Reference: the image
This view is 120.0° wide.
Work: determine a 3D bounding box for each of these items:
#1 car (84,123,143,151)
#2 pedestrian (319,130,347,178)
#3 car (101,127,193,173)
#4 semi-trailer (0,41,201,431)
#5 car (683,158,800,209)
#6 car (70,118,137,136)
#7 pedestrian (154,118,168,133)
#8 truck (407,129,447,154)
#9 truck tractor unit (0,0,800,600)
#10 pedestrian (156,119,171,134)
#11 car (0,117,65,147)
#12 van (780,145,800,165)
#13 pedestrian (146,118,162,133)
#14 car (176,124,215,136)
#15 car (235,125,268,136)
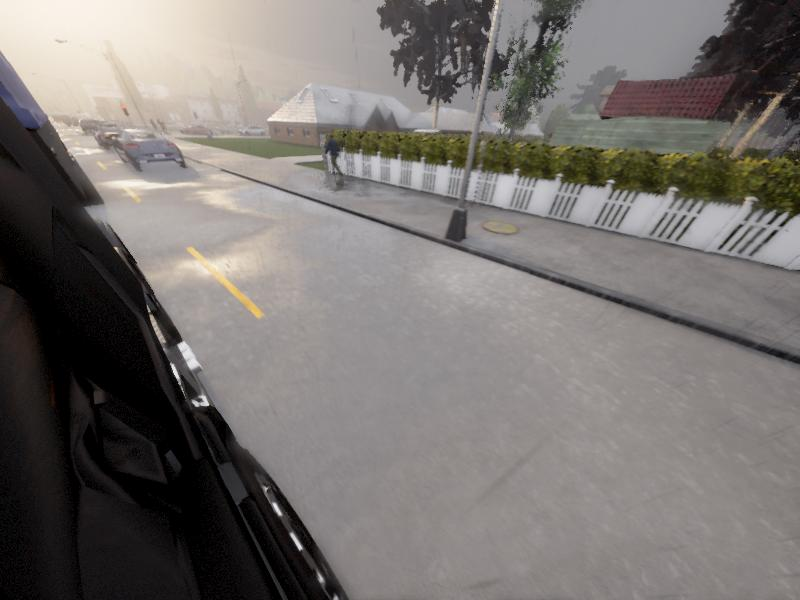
[{"bbox_3d":[-23.098,-13.163,18.618,4.974,1.542,2.038,28,43,30],"label":"car"},{"bbox_3d":[-3.196,-7.040,11.177,0.751,1.860,0.751,28,43,30],"label":"pedestrian"},{"bbox_3d":[-13.676,-8.196,12.463,5.027,1.651,2.152,28,43,30],"label":"car"},{"bbox_3d":[-8.689,-3.605,4.248,14.254,4.402,2.717,28,43,30],"label":"semi-trailer"},{"bbox_3d":[15.645,-5.008,9.863,4.181,1.381,1.994,28,43,30],"label":"car"},{"bbox_3d":[-38.407,-22.511,30.138,4.856,1.649,2.033,-7,39,-13],"label":"car"},{"bbox_3d":[-37.921,-27.657,36.671,0.751,1.860,0.751,25,42,27],"label":"pedestrian"},{"bbox_3d":[3.016,-17.523,25.467,2.069,2.038,4.478,28,43,30],"label":"truck"},{"bbox_3d":[-2.645,-0.295,0.352,6.516,4.208,3.053,28,44,30],"label":"truck tractor unit"},{"bbox_3d":[-37.233,-27.366,36.407,0.751,1.860,0.751,5,37,3],"label":"pedestrian"},{"bbox_3d":[-28.916,-13.202,18.170,4.611,1.667,2.242,28,43,30],"label":"car"},{"bbox_3d":[65.444,-23.314,37.257,1.988,2.561,5.915,28,43,30],"label":"van"},{"bbox_3d":[-38.266,-27.158,35.976,0.751,1.860,0.751,7,37,5],"label":"pedestrian"},{"bbox_3d":[-33.540,-27.897,37.941,1.994,1.385,4.181,28,43,30],"label":"car"},{"bbox_3d":[-27.825,-31.832,43.493,2.007,1.525,4.514,28,43,30],"label":"car"}]
